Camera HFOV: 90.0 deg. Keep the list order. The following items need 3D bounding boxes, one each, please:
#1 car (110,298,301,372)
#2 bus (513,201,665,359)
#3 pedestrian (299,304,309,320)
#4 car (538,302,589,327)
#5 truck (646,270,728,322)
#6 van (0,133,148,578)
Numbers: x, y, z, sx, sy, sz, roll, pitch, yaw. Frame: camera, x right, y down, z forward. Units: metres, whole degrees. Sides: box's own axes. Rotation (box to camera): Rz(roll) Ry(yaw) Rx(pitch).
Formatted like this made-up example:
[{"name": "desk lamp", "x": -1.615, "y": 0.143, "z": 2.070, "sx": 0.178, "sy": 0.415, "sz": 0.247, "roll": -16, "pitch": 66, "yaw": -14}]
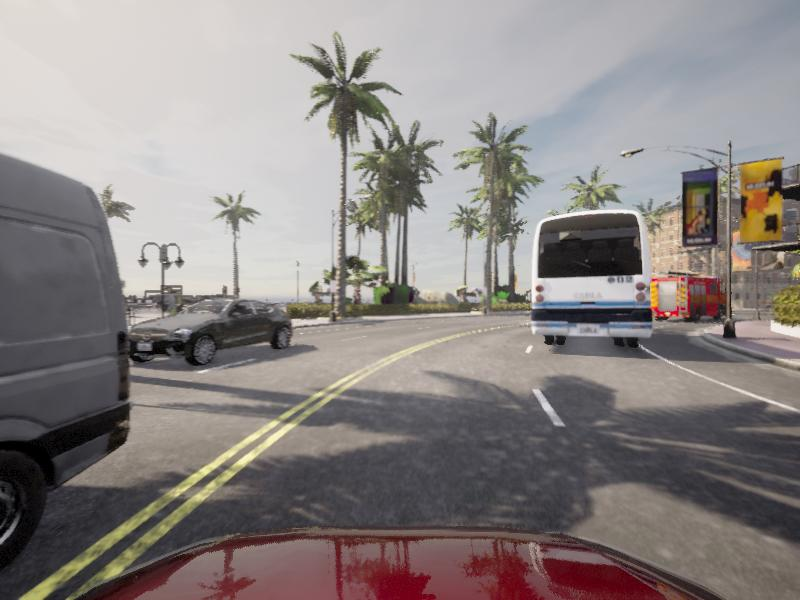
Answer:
[{"name": "car", "x": -5.162, "y": 0.778, "z": 11.635, "sx": 2.152, "sy": 1.651, "sz": 5.027, "roll": 0, "pitch": 0, "yaw": 17}, {"name": "bus", "x": 7.528, "y": -0.518, "z": 16.251, "sx": 3.944, "sy": 4.253, "sz": 10.273, "roll": -1, "pitch": 0, "yaw": 25}, {"name": "pedestrian", "x": -6.984, "y": 0.866, "z": 29.184, "sx": 0.500, "sy": 1.100, "sz": 0.500, "roll": 0, "pitch": 0, "yaw": 37}, {"name": "car", "x": 10.720, "y": 0.875, "z": 26.090, "sx": 1.970, "sy": 1.475, "sz": 3.806, "roll": 0, "pitch": 0, "yaw": 41}, {"name": "truck", "x": 23.540, "y": -0.281, "z": 32.614, "sx": 8.468, "sy": 3.827, "sz": 2.891, "roll": 0, "pitch": 0, "yaw": -36}, {"name": "van", "x": -3.448, "y": 0.318, "z": 0.624, "sx": 1.988, "sy": 2.561, "sz": 5.915, "roll": 0, "pitch": 0, "yaw": 5}]
